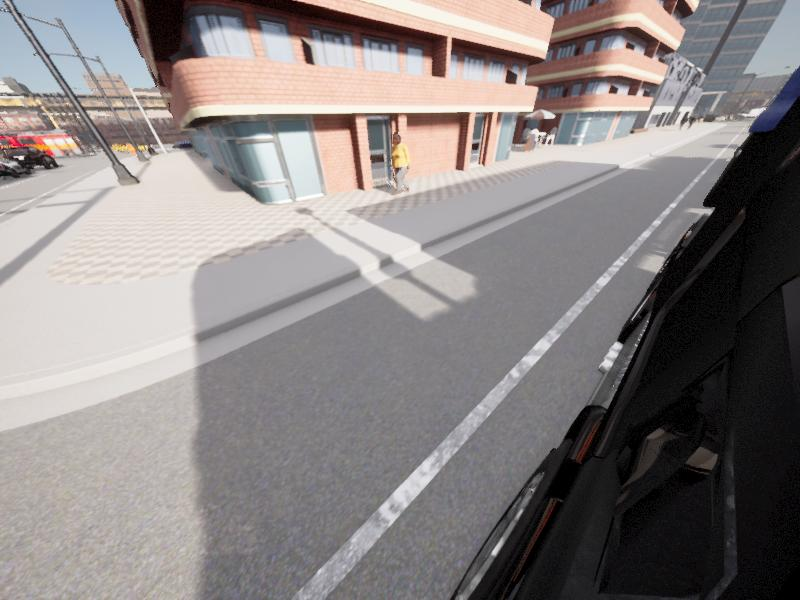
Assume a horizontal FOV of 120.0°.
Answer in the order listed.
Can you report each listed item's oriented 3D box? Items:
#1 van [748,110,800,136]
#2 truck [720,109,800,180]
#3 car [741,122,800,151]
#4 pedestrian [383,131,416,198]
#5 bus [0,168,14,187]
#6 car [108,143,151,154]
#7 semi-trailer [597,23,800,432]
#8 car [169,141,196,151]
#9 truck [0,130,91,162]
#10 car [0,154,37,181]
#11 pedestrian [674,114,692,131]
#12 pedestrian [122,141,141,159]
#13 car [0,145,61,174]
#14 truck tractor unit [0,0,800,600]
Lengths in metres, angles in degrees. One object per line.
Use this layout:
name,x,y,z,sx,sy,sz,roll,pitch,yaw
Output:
van,39.854,-18.995,24.731,4.480,2.038,2.069,-28,44,-29
truck,16.552,-6.759,9.867,6.274,2.098,2.390,-26,42,-30
car,26.012,-11.429,16.088,4.181,1.385,1.994,-28,43,-29
pedestrian,0.007,-4.638,7.952,0.751,1.860,0.751,-27,43,-29
bus,-26.284,-7.142,11.304,3.944,4.253,10.273,-28,44,-30
car,-54.323,-30.541,46.513,5.366,1.575,1.801,-17,39,-17
semi-trailer,8.748,-3.591,4.149,14.254,4.402,2.717,-28,43,-29
car,-45.388,-32.240,48.215,3.806,1.475,1.970,-28,44,-29
truck,-59.965,-25.930,38.850,8.468,3.827,2.891,-27,43,-28
car,-33.180,-10.978,19.128,2.038,1.542,4.974,-30,44,-31
pedestrian,39.642,-24.815,32.344,0.751,1.860,0.751,-25,42,-27
pedestrian,-34.346,-19.142,29.523,0.751,1.860,0.751,28,47,35
car,-38.299,-14.663,23.937,2.150,2.045,5.566,-30,45,-32
truck tractor unit,2.645,-0.295,0.351,6.516,4.208,3.053,-28,44,-30
